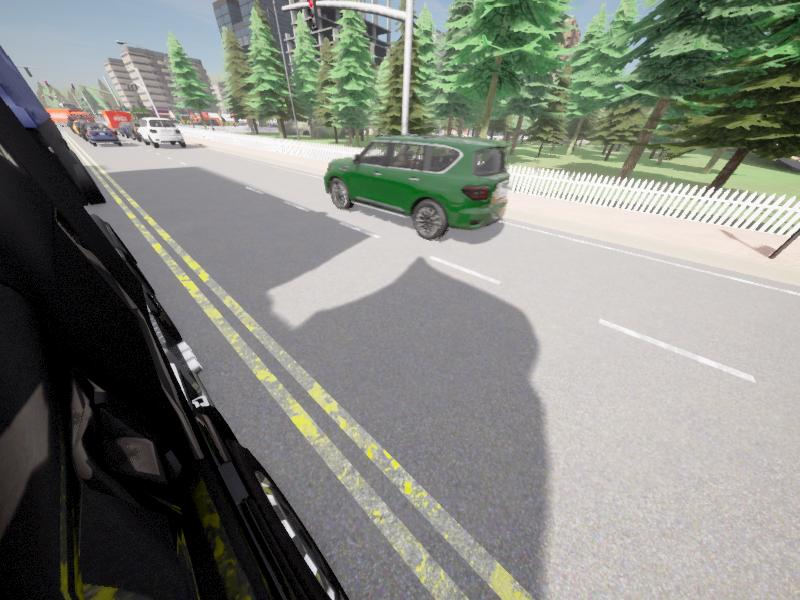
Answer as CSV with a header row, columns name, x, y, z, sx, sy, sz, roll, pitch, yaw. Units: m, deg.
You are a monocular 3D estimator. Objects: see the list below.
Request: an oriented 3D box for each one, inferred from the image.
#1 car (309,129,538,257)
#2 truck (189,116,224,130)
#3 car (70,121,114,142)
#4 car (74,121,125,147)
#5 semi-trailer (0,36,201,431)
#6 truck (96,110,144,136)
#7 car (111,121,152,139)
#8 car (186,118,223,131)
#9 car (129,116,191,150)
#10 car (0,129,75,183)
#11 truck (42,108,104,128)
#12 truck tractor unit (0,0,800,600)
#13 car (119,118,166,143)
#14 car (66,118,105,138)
name,x,y,z,sx,sy,sz,roll,pitch,yaw
car,0.186,-3.364,6.439,5.566,2.045,2.150,28,44,30
truck,-45.429,-41.630,54.379,2.627,2.467,5.204,27,43,29
car,-29.837,-16.351,22.393,4.193,1.474,1.816,28,44,30
car,-24.991,-13.810,19.234,3.705,1.549,1.789,28,44,30
semi-trailer,-8.661,-3.632,4.262,14.254,4.402,2.717,29,44,30
truck,-36.384,-22.973,30.002,5.204,2.467,2.627,28,44,30
car,-31.514,-19.979,27.131,4.792,1.488,2.163,28,44,30
car,-43.671,-39.371,51.815,2.150,2.045,5.566,27,43,29
car,-20.940,-14.591,20.121,5.566,2.045,2.150,28,44,30
car,-15.558,-6.028,9.508,3.806,1.475,1.970,28,44,30
truck,-56.068,-31.197,39.756,5.204,2.467,2.627,-1,37,-6
truck tractor unit,-2.645,-0.295,0.352,6.516,4.208,3.053,28,44,30
car,-26.500,-17.478,23.771,4.605,1.855,1.932,28,44,30
car,-35.188,-19.239,25.829,5.366,1.575,1.801,28,44,30
